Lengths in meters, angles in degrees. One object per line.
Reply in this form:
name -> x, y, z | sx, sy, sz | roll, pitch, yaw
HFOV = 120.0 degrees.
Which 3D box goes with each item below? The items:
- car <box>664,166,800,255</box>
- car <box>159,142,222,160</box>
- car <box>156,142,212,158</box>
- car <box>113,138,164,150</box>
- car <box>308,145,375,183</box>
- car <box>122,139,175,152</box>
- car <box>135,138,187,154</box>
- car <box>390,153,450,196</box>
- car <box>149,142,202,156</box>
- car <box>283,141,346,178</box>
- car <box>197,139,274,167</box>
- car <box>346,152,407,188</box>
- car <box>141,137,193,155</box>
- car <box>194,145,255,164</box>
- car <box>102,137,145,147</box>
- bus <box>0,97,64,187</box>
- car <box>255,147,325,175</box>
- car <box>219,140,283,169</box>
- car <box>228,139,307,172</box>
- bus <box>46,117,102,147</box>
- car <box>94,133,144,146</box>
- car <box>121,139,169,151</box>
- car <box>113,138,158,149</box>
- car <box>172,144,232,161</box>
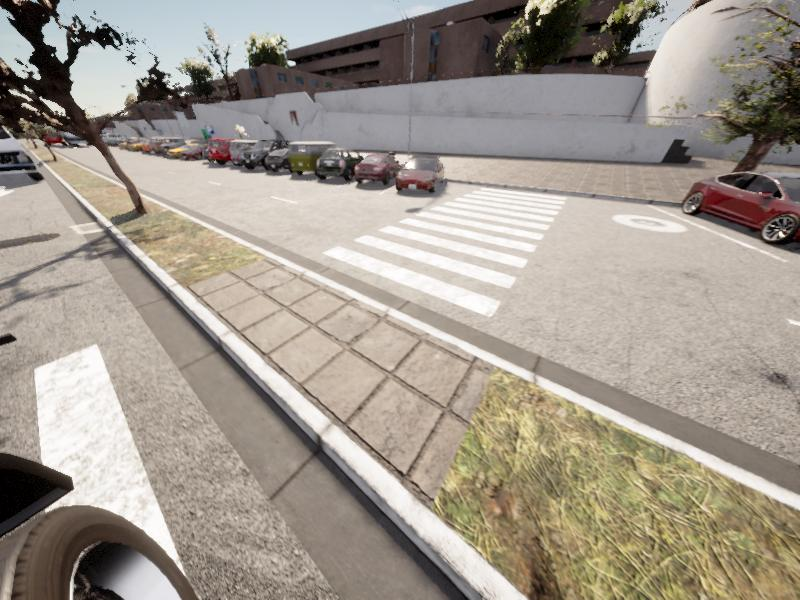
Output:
car -> 10.943, -2.799, 6.694 | 2.163, 1.488, 4.792 | 10, 36, 13
car -> -25.235, -18.222, 28.134 | 1.946, 1.575, 5.366 | 10, 36, 13
car -> -27.591, -19.358, 29.753 | 2.163, 1.488, 4.792 | 10, 36, 13
car -> -44.472, -26.679, 39.472 | 1.946, 1.575, 5.366 | 11, 36, 12
car -> -3.559, -9.123, 15.274 | 2.185, 1.767, 4.553 | 10, 36, 13
car -> -39.666, -24.552, 36.648 | 1.946, 1.575, 5.366 | 11, 36, 12
car -> -34.816, -22.615, 33.874 | 2.185, 1.767, 4.553 | 10, 36, 13
car -> 1.269, -6.933, 12.479 | 2.163, 1.488, 4.792 | 10, 36, 13
car -> -30.004, -20.383, 31.153 | 2.002, 1.452, 4.674 | 10, 36, 13
car -> -5.921, -10.313, 16.772 | 1.878, 1.987, 4.442 | 10, 36, 13
car -> -15.562, -14.397, 22.438 | 2.435, 2.045, 5.566 | 10, 36, 13
car -> -1.151, -7.974, 13.953 | 2.002, 1.452, 4.674 | 10, 36, 13
car -> -32.422, -21.588, 32.328 | 1.878, 1.987, 4.442 | 11, 36, 12
car -> -17.977, -15.172, 24.012 | 2.002, 1.452, 4.674 | 10, 36, 13
car -> -54.022, -31.009, 45.286 | 2.231, 1.521, 4.892 | 11, 36, 12
bus -> -24.891, -9.450, 13.406 | 10.273, 4.253, 3.944 | 23, 41, 29
car -> -8.360, -11.087, 18.241 | 2.231, 1.521, 4.892 | 10, 36, 13
car -> -13.189, -13.267, 20.897 | 1.878, 1.987, 4.442 | 10, 36, 13
car -> -10.760, -12.308, 19.515 | 2.435, 2.045, 5.566 | 10, 36, 13
bus -> -62.739, -32.194, 44.398 | 10.273, 4.253, 3.944 | 24, 41, 28
car -> -56.426, -32.284, 46.580 | 2.435, 2.045, 5.566 | 10, 36, 13
car -> -42.015, -25.707, 38.249 | 2.163, 1.488, 4.792 | 10, 36, 13
car -> -46.829, -27.804, 41.054 | 2.002, 1.452, 4.674 | 10, 36, 13
car -> -22.791, -17.238, 26.849 | 2.163, 1.488, 4.792 | 11, 36, 13
